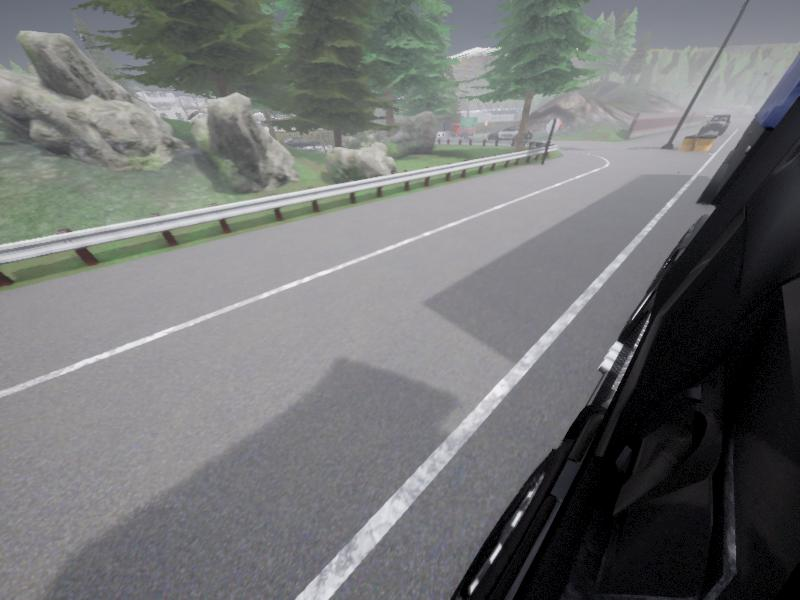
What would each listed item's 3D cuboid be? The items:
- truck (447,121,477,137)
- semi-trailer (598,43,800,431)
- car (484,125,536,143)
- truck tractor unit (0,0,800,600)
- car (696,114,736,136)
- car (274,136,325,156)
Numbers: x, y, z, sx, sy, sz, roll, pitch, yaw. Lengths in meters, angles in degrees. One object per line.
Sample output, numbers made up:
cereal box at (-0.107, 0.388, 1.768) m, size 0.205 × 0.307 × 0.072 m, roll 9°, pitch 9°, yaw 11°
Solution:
truck at (12.323, -33.882, 45.765) m, size 5.204 × 2.467 × 2.627 m, roll -25°, pitch 43°, yaw -27°
semi-trailer at (8.694, -3.608, 4.233) m, size 14.254 × 4.402 × 2.717 m, roll -28°, pitch 44°, yaw -30°
car at (12.796, -19.580, 27.240) m, size 2.038 × 1.542 × 4.974 m, roll -28°, pitch 44°, yaw -30°
truck tractor unit at (2.645, -0.295, 0.351) m, size 6.516 × 4.208 × 3.053 m, roll -28°, pitch 44°, yaw -30°
car at (36.650, -20.274, 26.811) m, size 3.866 × 1.878 × 1.905 m, roll -28°, pitch 44°, yaw -30°
car at (-11.615, -18.084, 26.978) m, size 5.008 × 1.535 × 1.882 m, roll -28°, pitch 44°, yaw -30°
